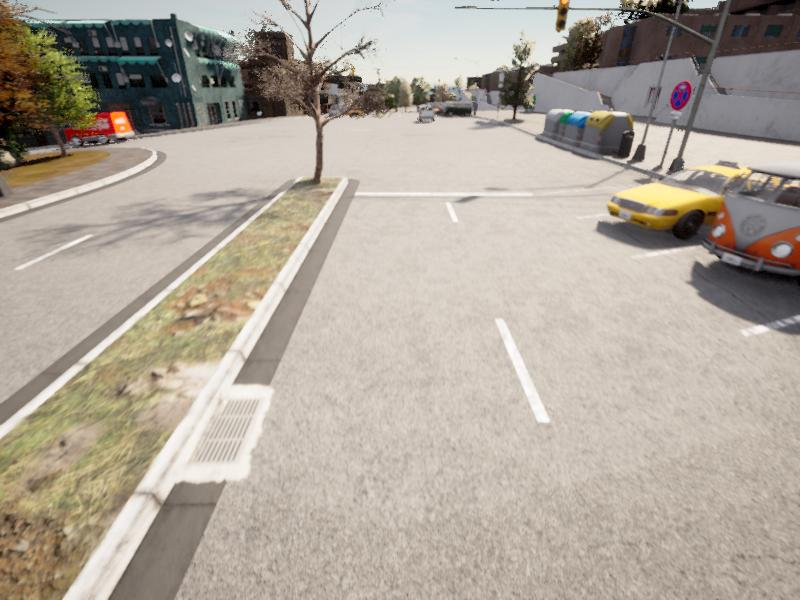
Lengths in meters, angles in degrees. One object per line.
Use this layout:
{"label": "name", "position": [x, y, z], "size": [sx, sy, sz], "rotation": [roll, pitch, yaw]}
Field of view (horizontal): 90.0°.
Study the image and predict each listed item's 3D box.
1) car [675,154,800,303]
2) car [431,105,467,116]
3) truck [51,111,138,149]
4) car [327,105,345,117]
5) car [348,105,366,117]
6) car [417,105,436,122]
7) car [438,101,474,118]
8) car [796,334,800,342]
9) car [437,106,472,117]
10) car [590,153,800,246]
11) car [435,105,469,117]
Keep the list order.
{"label": "car", "position": [7.955, -1.558, 7.493], "size": [4.442, 1.987, 1.878], "rotation": [-9, 29, -18]}
{"label": "car", "position": [7.843, -30.652, 64.693], "size": [5.366, 1.575, 1.946], "rotation": [-8, 28, -18]}
{"label": "truck", "position": [-27.374, -15.379, 36.088], "size": [5.204, 2.467, 2.627], "rotation": [-3, 28, 5]}
{"label": "car", "position": [-8.915, -26.372, 55.804], "size": [1.845, 1.501, 3.633], "rotation": [0, 26, 0]}
{"label": "car", "position": [-5.914, -26.300, 55.660], "size": [1.882, 1.535, 5.008], "rotation": [0, 26, 0]}
{"label": "car", "position": [2.947, -20.823, 44.660], "size": [1.845, 1.501, 3.633], "rotation": [0, 28, 0]}
{"label": "car", "position": [7.918, -26.952, 56.582], "size": [4.442, 1.987, 1.878], "rotation": [-8, 28, -18]}
{"label": "car", "position": [8.088, 0.013, 5.010], "size": [4.792, 1.488, 2.163], "rotation": [-9, 29, -18]}
{"label": "car", "position": [8.016, -28.035, 59.419], "size": [4.674, 1.452, 2.002], "rotation": [-8, 27, -18]}
{"label": "car", "position": [7.886, -2.717, 10.224], "size": [5.366, 1.575, 1.946], "rotation": [-9, 29, -18]}
{"label": "car", "position": [8.021, -29.336, 62.093], "size": [4.674, 1.452, 2.002], "rotation": [-8, 28, -18]}
